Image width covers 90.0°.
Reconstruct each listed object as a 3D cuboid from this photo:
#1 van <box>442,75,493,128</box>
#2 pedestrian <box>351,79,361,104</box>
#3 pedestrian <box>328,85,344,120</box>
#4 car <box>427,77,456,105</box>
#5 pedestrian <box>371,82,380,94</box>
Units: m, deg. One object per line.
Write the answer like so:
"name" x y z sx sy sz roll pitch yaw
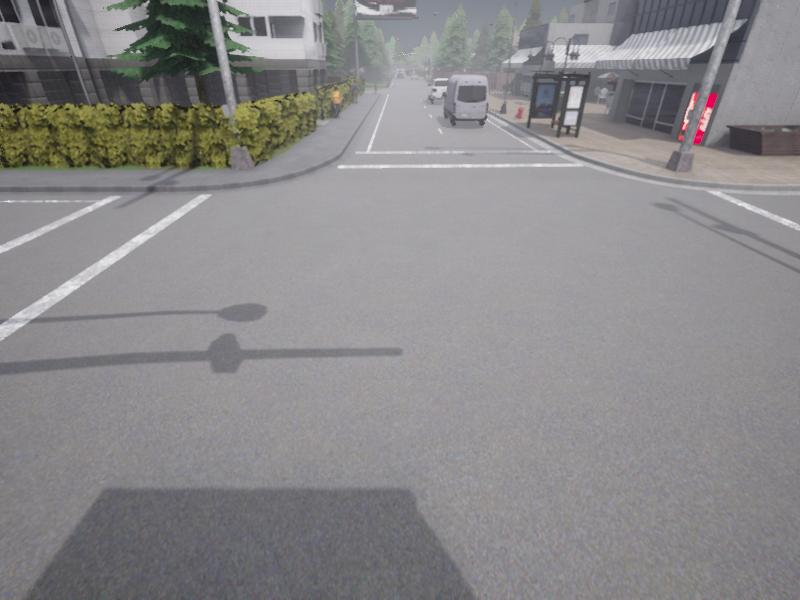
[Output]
"van" 3.922 -12.270 24.469 1.988 2.561 5.915 0 30 0
"pedestrian" -3.860 -18.314 35.132 0.751 1.860 0.751 -6 31 -10
"pedestrian" -3.867 -12.043 24.405 0.751 1.860 0.751 0 30 -1
"car" 3.880 -19.912 38.034 2.150 2.045 5.566 0 31 0
"pedestrian" -2.837 -24.743 46.682 0.751 1.300 0.751 9 31 14
